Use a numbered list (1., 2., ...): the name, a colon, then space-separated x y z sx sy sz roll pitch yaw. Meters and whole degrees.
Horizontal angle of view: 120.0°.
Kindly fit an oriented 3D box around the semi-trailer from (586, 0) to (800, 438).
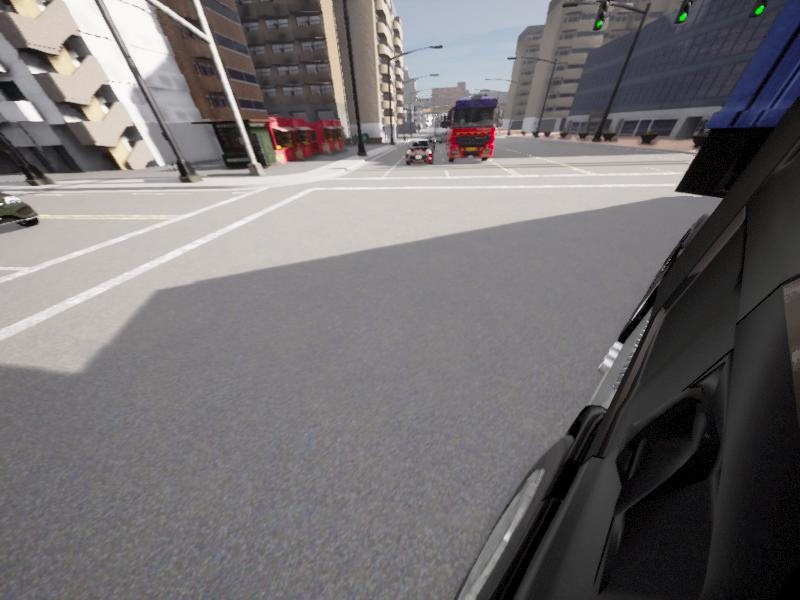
1. semi-trailer: 9.713 -2.588 2.836 14.254 4.402 2.717 -14 38 -15

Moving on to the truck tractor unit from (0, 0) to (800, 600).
1. truck tractor unit: 2.645 -0.295 0.351 6.516 4.208 3.053 -28 44 -30

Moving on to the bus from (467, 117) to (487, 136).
1. bus: 23.226 -52.776 70.283 3.944 4.253 10.273 2 38 6

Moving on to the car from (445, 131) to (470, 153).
1. car: 6.188 -17.350 25.218 2.097 1.767 4.553 2 36 6

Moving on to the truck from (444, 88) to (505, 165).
1. truck: 5.193 -13.356 18.113 2.891 3.827 8.468 2 37 6

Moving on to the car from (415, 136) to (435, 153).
1. car: 2.928 -17.921 26.544 1.994 1.385 4.181 3 36 7

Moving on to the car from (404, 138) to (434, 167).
1. car: 1.466 -10.976 17.068 1.970 1.475 3.806 2 37 7

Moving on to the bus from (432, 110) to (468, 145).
1. bus: 8.102 -29.346 39.470 3.944 4.253 10.273 -1 36 1

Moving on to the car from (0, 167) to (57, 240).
1. car: -13.972 -2.626 6.585 5.027 1.651 2.152 3 37 7
